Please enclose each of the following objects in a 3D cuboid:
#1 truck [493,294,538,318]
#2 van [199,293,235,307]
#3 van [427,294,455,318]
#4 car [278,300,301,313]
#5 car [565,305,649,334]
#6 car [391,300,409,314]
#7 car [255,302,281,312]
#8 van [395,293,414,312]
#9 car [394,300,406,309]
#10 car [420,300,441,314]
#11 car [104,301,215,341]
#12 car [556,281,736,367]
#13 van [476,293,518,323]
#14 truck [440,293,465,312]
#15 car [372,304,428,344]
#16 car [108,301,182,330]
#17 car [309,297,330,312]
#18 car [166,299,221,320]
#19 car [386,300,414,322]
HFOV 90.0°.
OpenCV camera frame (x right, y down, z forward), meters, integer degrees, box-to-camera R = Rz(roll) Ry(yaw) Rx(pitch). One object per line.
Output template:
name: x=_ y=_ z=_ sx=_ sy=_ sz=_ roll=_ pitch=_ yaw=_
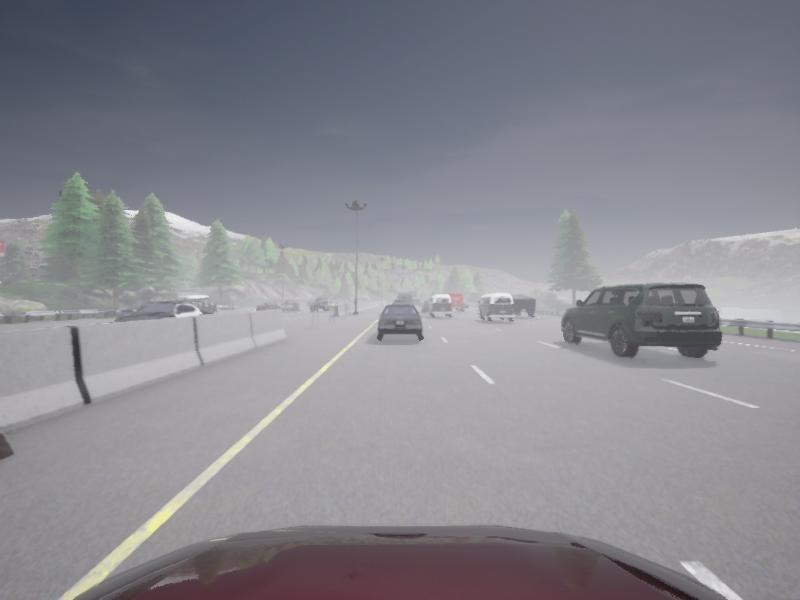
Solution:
truck: x=10.511 y=0.515 z=37.113 sx=2.390 sy=2.098 sz=6.274 roll=0 pitch=0 yaw=0
van: x=-34.804 y=0.049 z=76.093 sx=5.915 sy=2.561 sz=1.988 roll=0 pitch=0 yaw=0
van: x=3.609 y=0.545 z=36.165 sx=2.069 sy=2.038 sz=4.480 roll=0 pitch=0 yaw=-1
car: x=-13.989 y=0.750 z=50.697 sx=1.851 sy=1.617 sz=3.988 roll=0 pitch=0 yaw=0
car: x=10.506 y=0.928 z=20.755 sx=1.895 sy=1.301 sz=4.718 roll=0 pitch=0 yaw=0
car: x=0.016 y=0.799 z=47.441 sx=2.038 sy=1.542 sz=4.974 roll=0 pitch=1 yaw=0
car: x=-17.486 y=0.905 z=53.212 sx=1.895 sy=1.301 sz=4.718 roll=0 pitch=0 yaw=0
van: x=0.541 y=0.282 z=56.190 sx=1.988 sy=2.561 sz=5.915 roll=0 pitch=0 yaw=-6
car: x=0.018 y=0.778 z=68.699 sx=2.007 sy=1.525 sz=4.514 roll=0 pitch=0 yaw=0
car: x=3.538 y=0.802 z=47.624 sx=2.128 sy=1.511 sz=4.902 roll=0 pitch=0 yaw=0
car: x=-10.496 y=0.816 z=18.035 sx=2.038 sy=1.542 sz=4.974 roll=0 pitch=0 yaw=0
car: x=7.002 y=0.561 z=12.385 sx=2.150 sy=2.045 sz=5.566 roll=0 pitch=0 yaw=0
van: x=7.008 y=0.550 z=29.393 sx=2.069 sy=2.038 sz=4.480 roll=0 pitch=0 yaw=0
truck: x=7.043 y=0.316 z=53.962 sx=2.627 sy=2.467 sz=5.204 roll=0 pitch=0 yaw=0
car: x=0.007 y=0.882 z=17.200 sx=2.033 sy=1.411 sz=5.357 roll=0 pitch=0 yaw=0
car: x=-14.049 y=0.812 z=22.308 sx=1.845 sy=1.501 sz=3.633 roll=0 pitch=0 yaw=-1
car: x=-10.488 y=0.608 z=52.462 sx=1.905 sy=1.878 sz=3.866 roll=0 pitch=0 yaw=0
car: x=-17.456 y=0.731 z=34.110 sx=2.242 sy=1.667 sz=4.611 roll=0 pitch=0 yaw=0
car: x=0.009 y=0.801 z=30.946 sx=2.038 sy=1.542 sz=4.974 roll=0 pitch=0 yaw=0
